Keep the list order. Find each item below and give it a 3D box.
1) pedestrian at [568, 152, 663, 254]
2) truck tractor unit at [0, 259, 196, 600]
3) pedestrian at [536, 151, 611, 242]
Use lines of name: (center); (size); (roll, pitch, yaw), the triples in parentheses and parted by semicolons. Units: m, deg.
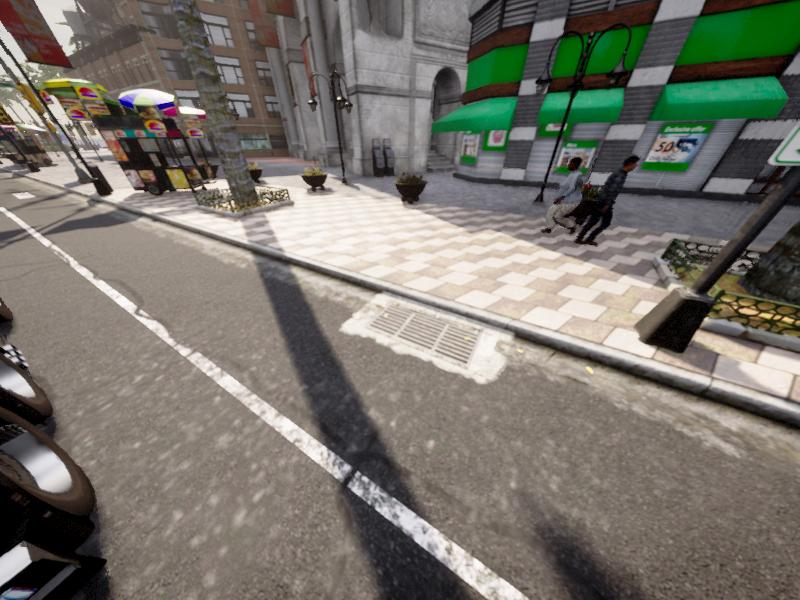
pedestrian: (4.462, -2.064, 4.989); (0.751, 1.860, 0.751); (18, 39, 25)
truck tractor unit: (-5.099, -0.313, 0.788); (6.516, 4.208, 3.053); (19, 39, 24)
pedestrian: (4.070, -2.493, 5.608); (0.751, 1.860, 0.751); (12, 37, 18)
